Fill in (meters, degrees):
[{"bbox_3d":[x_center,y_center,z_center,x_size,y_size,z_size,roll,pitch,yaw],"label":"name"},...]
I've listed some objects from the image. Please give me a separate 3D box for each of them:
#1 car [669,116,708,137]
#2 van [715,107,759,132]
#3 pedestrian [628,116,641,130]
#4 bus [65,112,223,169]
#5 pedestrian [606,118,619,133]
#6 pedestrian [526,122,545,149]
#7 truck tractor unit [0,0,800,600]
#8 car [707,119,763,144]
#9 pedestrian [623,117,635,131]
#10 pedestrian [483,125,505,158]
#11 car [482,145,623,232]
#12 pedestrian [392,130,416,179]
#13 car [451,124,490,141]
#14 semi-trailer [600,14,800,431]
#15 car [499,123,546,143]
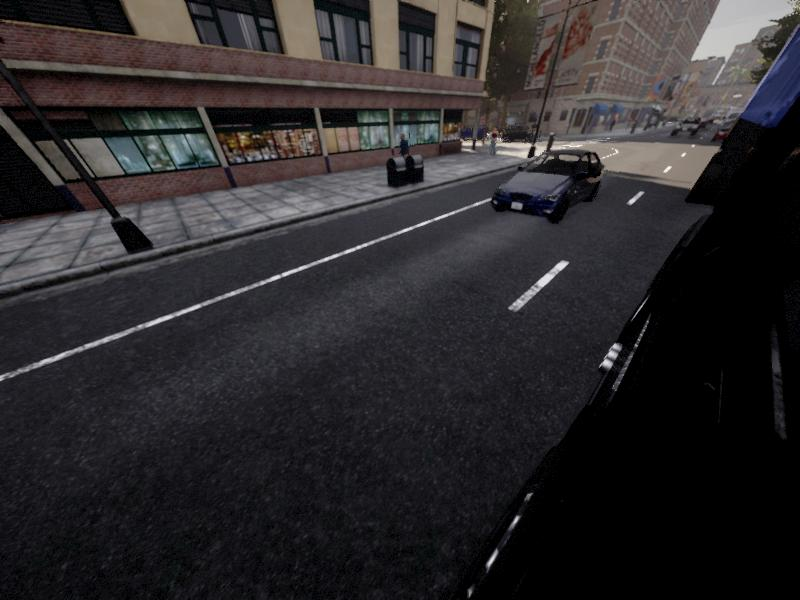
[{"bbox_3d":[33.594,-20.244,26.922,4.605,1.855,1.932,-29,44,-31],"label":"car"},{"bbox_3d":[45.978,-24.714,31.631,6.366,2.431,2.351,-30,44,-31],"label":"van"},{"bbox_3d":[39.597,-29.839,39.050,0.751,1.860,0.751,-31,45,-32],"label":"pedestrian"},{"bbox_3d":[-26.656,-17.594,25.260,10.273,4.253,3.944,-30,45,-31],"label":"bus"},{"bbox_3d":[32.815,-26.990,35.685,0.751,1.860,0.751,26,45,32],"label":"pedestrian"},{"bbox_3d":[11.695,-14.194,19.976,0.751,1.860,0.751,27,46,34],"label":"pedestrian"},{"bbox_3d":[2.645,-0.295,0.351,6.516,4.208,3.053,-28,44,-30],"label":"truck tractor unit"},{"bbox_3d":[29.374,-14.860,20.345,4.792,1.488,2.163,-30,44,-31],"label":"car"},{"bbox_3d":[39.088,-30.094,39.421,0.751,1.860,0.751,29,47,35],"label":"pedestrian"},{"bbox_3d":[6.583,-11.155,16.251,0.751,1.860,0.751,-25,42,-27],"label":"pedestrian"},{"bbox_3d":[4.535,-3.528,6.831,4.193,1.474,1.816,-30,44,-31],"label":"car"},{"bbox_3d":[0.218,-6.942,11.042,0.751,1.860,0.751,-29,44,-31],"label":"pedestrian"},{"bbox_3d":[11.155,-26.954,37.158,2.150,2.045,5.566,-30,45,-32],"label":"car"},{"bbox_3d":[8.565,-3.698,4.348,14.254,4.402,2.717,-30,45,-31],"label":"semi-trailer"},{"bbox_3d":[15.376,-21.193,29.349,1.932,1.855,4.605,-30,45,-32],"label":"car"}]
